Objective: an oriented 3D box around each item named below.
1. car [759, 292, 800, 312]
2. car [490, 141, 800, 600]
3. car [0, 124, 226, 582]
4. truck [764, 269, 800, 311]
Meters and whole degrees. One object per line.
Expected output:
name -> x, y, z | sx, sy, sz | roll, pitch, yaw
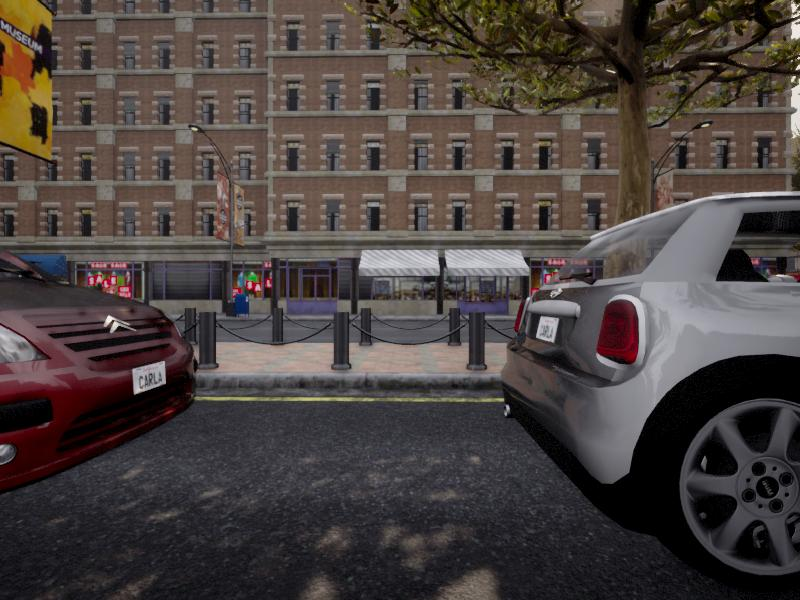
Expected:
car -> 34.548, 0.171, 34.748 | 1.930, 1.638, 5.238 | 0, 0, 0
car -> 2.600, 0.253, 2.173 | 3.806, 1.475, 1.970 | 0, 0, 1
car -> -3.390, 0.188, 2.287 | 3.988, 1.617, 1.851 | 0, 0, 1
truck -> 38.063, -0.920, 36.045 | 2.891, 3.827, 8.468 | 0, 0, 1
